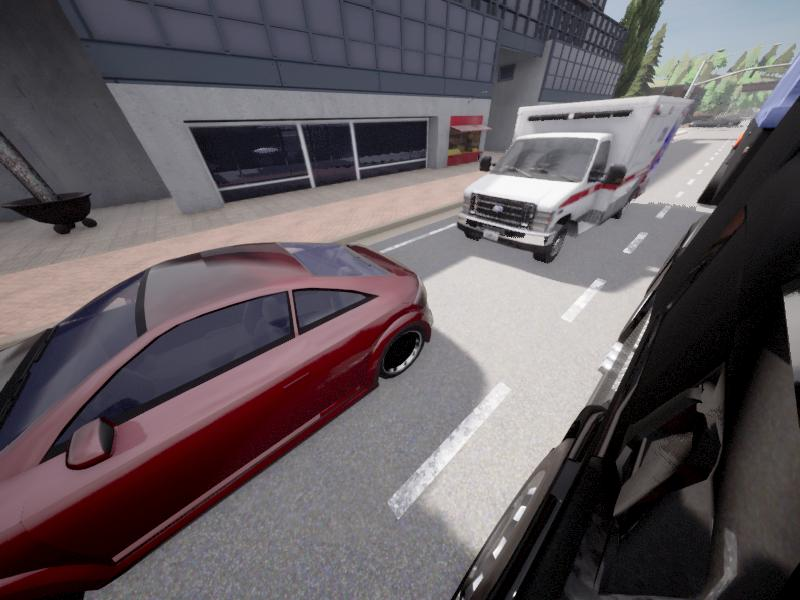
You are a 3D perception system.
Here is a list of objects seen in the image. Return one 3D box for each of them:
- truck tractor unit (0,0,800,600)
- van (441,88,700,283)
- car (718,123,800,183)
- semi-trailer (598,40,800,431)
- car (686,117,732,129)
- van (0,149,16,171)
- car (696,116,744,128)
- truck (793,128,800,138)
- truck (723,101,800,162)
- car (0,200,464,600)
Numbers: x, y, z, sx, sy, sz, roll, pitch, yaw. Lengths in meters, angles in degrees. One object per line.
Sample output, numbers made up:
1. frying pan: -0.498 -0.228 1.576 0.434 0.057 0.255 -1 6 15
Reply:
1. truck tractor unit: 2.645 -0.295 0.351 6.516 4.208 3.053 -28 44 -30
2. van: 4.105 -3.081 5.476 6.366 2.431 2.351 -28 44 -30
3. car: 15.845 -6.291 9.675 4.611 1.667 2.242 -28 44 -30
4. semi-trailer: 8.696 -3.608 4.229 14.254 4.402 2.717 -28 44 -30
5. car: 53.878 -30.869 40.315 2.007 1.525 4.514 -28 44 -30
6. van: -45.710 -15.460 25.047 1.988 2.561 5.915 -28 44 -30
7. car: 57.265 -31.839 41.381 2.163 1.488 4.792 -28 44 -30
8. truck: 38.095 -15.740 20.195 5.204 2.467 2.627 -27 43 -31
9. truck: 21.408 -9.576 13.040 5.204 2.467 2.627 -28 44 -30
10. car: -1.649 0.424 2.034 4.181 1.385 1.994 -28 44 -30
